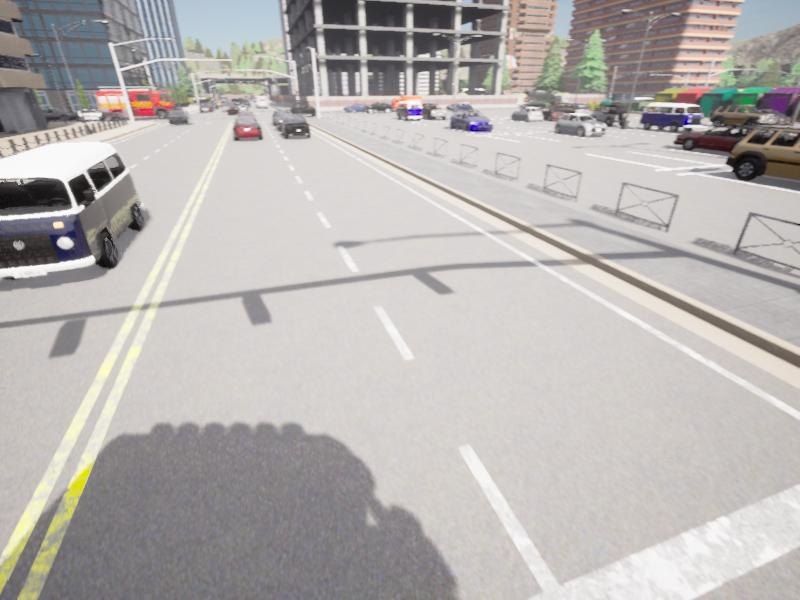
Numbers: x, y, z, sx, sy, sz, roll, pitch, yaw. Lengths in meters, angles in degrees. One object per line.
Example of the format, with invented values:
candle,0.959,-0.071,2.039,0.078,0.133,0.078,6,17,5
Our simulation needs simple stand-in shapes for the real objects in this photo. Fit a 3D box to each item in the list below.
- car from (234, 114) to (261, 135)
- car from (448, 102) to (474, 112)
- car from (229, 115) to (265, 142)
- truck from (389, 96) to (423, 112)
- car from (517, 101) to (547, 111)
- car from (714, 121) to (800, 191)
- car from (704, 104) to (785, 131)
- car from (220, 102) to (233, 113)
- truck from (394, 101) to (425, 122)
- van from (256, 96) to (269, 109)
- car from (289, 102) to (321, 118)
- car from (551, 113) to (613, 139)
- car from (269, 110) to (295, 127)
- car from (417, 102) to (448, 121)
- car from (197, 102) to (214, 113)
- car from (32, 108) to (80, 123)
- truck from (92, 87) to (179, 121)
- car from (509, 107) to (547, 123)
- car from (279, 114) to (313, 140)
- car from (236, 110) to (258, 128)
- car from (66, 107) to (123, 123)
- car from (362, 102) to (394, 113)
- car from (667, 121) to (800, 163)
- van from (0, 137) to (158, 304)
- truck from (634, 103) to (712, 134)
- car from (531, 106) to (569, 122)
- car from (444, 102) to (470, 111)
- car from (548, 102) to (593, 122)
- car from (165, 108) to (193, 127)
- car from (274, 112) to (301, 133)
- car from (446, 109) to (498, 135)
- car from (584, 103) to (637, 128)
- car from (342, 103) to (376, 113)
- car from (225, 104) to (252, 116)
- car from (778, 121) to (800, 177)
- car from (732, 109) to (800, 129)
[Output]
car,-13.514,-15.584,35.409,1.895,1.301,4.718,-9,29,-17
car,10.636,-33.674,69.883,3.806,1.475,1.970,-9,29,-17
car,-11.452,-12.904,30.009,2.163,1.488,4.792,-9,29,-17
truck,1.058,-34.292,69.999,5.204,2.467,2.627,-9,29,-17
car,24.485,-36.010,74.095,5.008,1.535,1.882,-9,29,-17
car,13.544,-4.668,13.071,1.932,1.855,4.605,-9,29,-16
car,29.241,-15.672,34.166,1.932,1.855,4.605,-9,29,-16
car,-32.678,-36.359,75.486,1.851,1.617,3.988,-9,29,-17
truck,1.032,-21.629,45.759,2.069,2.038,4.478,-9,29,-16
van,-31.542,-45.176,91.522,2.351,2.431,6.366,-9,29,-17
car,-13.240,-26.565,55.878,3.866,1.878,1.905,-10,29,-17
car,13.266,-12.860,29.424,1.970,1.475,3.806,-9,29,-16
car,-12.651,-19.438,42.740,2.033,1.411,5.357,-9,29,-17
car,3.752,-22.014,46.680,1.932,1.855,4.605,-9,29,-16
car,-35.421,-35.119,72.992,2.033,1.649,4.856,-9,29,-17
car,-42.858,-23.068,49.944,3.806,1.475,1.970,-9,29,-17
truck,-34.119,-25.613,52.116,8.468,3.827,2.891,-11,29,-20
car,13.887,-20.288,43.769,1.970,1.475,3.806,-9,29,-16
car,-8.200,-13.546,31.154,1.882,1.535,5.008,-9,29,-17
car,-15.779,-18.670,41.234,1.812,1.442,4.674,-9,29,-17
car,-36.875,-22.411,48.460,4.974,1.542,2.038,-9,29,-17
car,-3.651,-31.507,65.433,4.892,1.490,1.837,-9,29,-17
car,16.812,-8.081,20.142,2.033,1.415,5.357,-9,29,-16
van,-6.774,-1.934,8.143,2.069,2.038,4.480,-9,30,-17
truck,21.476,-14.487,31.751,2.069,2.038,4.478,-9,29,-16
car,16.630,-20.754,44.572,1.784,1.438,3.905,-9,29,-16
car,10.399,-35.379,73.077,4.193,1.474,1.816,-9,29,-17
car,19.154,-21.369,45.277,1.932,1.855,4.605,-9,29,-16
car,-24.044,-20.020,43.713,1.930,1.638,5.238,-10,29,-18
car,-10.303,-16.311,36.620,1.812,1.442,4.674,-9,29,-17
car,5.873,-14.866,33.219,2.242,1.667,4.611,-9,29,-16
car,19.423,-17.169,37.165,1.905,1.878,3.866,-9,29,-16
car,-6.920,-32.555,67.789,5.357,1.411,2.033,-9,29,-17
car,-25.497,-30.132,63.317,2.038,1.542,4.974,1,27,2
car,16.303,-5.080,13.844,1.905,1.878,3.866,-9,29,-16
car,32.006,-15.896,35.028,1.784,1.438,3.905,-9,29,-16
